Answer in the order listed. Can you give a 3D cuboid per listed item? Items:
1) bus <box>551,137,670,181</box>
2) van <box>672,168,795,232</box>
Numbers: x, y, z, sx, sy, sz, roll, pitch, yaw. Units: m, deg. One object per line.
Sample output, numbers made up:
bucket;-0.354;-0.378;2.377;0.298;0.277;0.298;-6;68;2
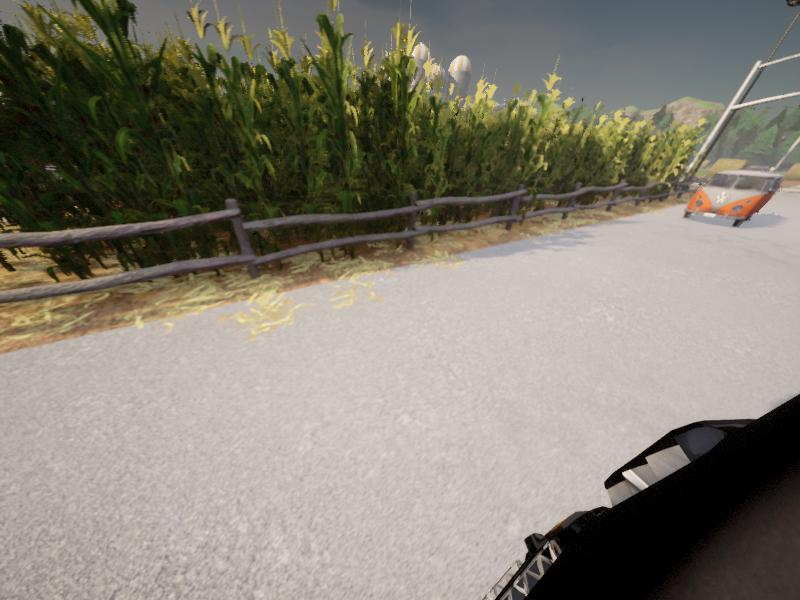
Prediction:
bus;27.303;-19.163;31.051;3.944;4.253;10.273;-16;38;-26
van;14.322;-4.442;9.944;4.442;1.987;1.775;-16;38;-27
